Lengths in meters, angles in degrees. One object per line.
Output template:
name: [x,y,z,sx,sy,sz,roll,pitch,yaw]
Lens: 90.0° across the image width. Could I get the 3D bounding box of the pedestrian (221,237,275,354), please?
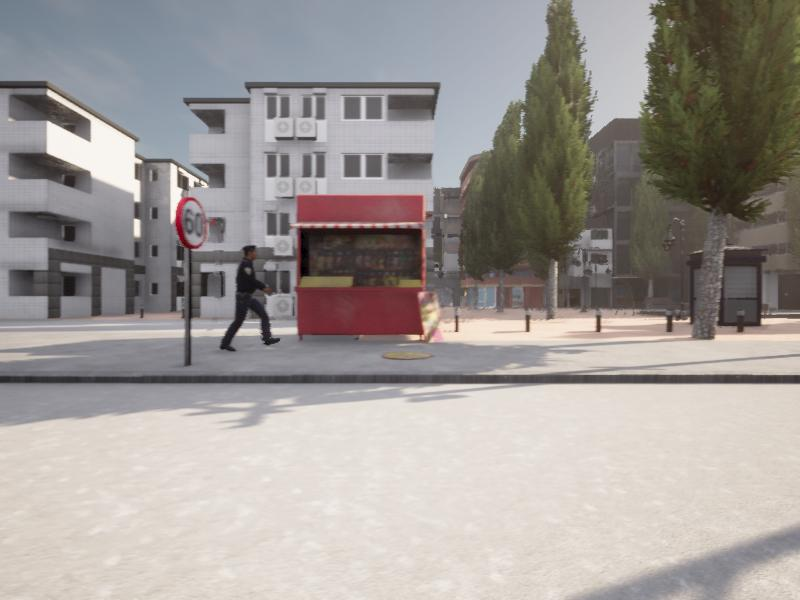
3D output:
pedestrian: [-2.555,-0.068,6.802,0.751,1.860,0.751,0,0,-12]
